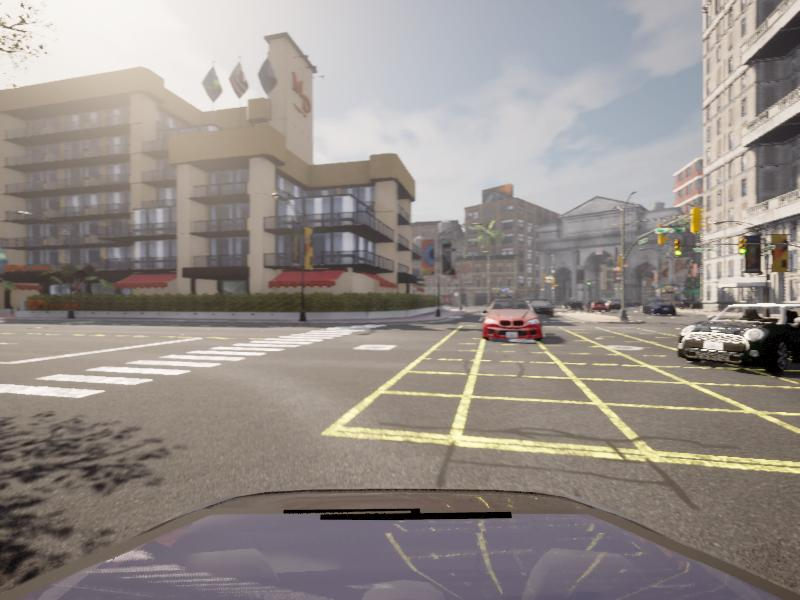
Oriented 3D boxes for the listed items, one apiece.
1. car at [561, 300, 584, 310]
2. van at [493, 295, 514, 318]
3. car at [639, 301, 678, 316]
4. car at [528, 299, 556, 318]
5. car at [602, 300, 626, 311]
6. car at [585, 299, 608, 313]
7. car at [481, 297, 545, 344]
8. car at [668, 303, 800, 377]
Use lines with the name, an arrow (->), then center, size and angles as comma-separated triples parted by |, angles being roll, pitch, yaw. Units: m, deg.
car -> 26.866, 0.784, 62.350 | 1.837, 1.490, 4.892 | 0, 0, 5
van -> 9.370, 0.578, 36.397 | 1.775, 1.987, 4.442 | 0, 0, 14
car -> 25.633, 0.847, 39.785 | 1.994, 1.385, 4.181 | 0, 0, 14
car -> 13.333, 0.741, 37.883 | 1.930, 1.638, 5.238 | 0, 0, 14
car -> 29.850, 0.754, 55.971 | 2.038, 1.542, 4.974 | 0, 0, 18
car -> 24.512, 0.732, 50.039 | 1.851, 1.617, 3.988 | 0, 0, 14
car -> 4.602, 0.746, 16.693 | 2.242, 1.667, 4.611 | 0, 0, 14
car -> 8.816, 0.832, 9.811 | 3.806, 1.475, 1.970 | 0, 0, -23
